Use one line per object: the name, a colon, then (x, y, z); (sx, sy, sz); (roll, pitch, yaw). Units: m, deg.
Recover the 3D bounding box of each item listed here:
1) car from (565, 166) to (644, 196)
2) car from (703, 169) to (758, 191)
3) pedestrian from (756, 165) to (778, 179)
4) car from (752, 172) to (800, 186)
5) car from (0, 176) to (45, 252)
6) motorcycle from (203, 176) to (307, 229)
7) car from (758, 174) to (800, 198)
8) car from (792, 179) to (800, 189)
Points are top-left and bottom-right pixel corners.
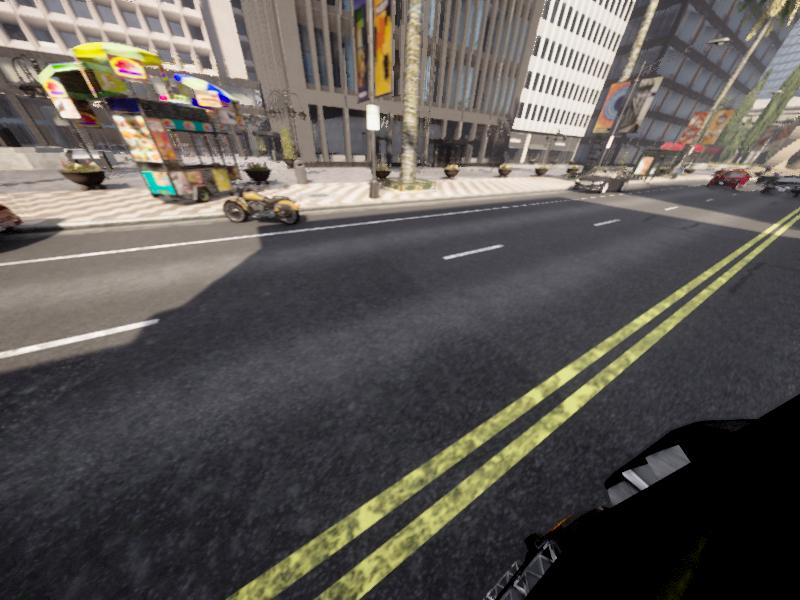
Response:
car: (14.713, -8.667, 16.652); (4.892, 1.521, 2.231); (-16, 38, -26)
car: (32.018, -11.688, 22.372); (5.008, 1.535, 1.882); (-16, 38, -25)
pedestrian: (57.512, -20.133, 36.230); (0.751, 1.860, 0.751); (-2, 34, -7)
car: (47.203, -15.181, 28.888); (4.718, 1.301, 1.895); (-9, 35, -16)
car: (-10.683, -1.430, 3.785); (4.553, 1.767, 2.185); (-16, 38, -26)
motorcycle: (-4.259, -2.959, 7.041); (2.356, 1.277, 0.764); (2, 33, -1)
car: (32.181, -9.474, 19.121); (4.674, 1.442, 1.812); (-16, 38, -26)
car: (46.036, -13.158, 25.213); (3.866, 1.878, 1.905); (-10, 35, -19)
